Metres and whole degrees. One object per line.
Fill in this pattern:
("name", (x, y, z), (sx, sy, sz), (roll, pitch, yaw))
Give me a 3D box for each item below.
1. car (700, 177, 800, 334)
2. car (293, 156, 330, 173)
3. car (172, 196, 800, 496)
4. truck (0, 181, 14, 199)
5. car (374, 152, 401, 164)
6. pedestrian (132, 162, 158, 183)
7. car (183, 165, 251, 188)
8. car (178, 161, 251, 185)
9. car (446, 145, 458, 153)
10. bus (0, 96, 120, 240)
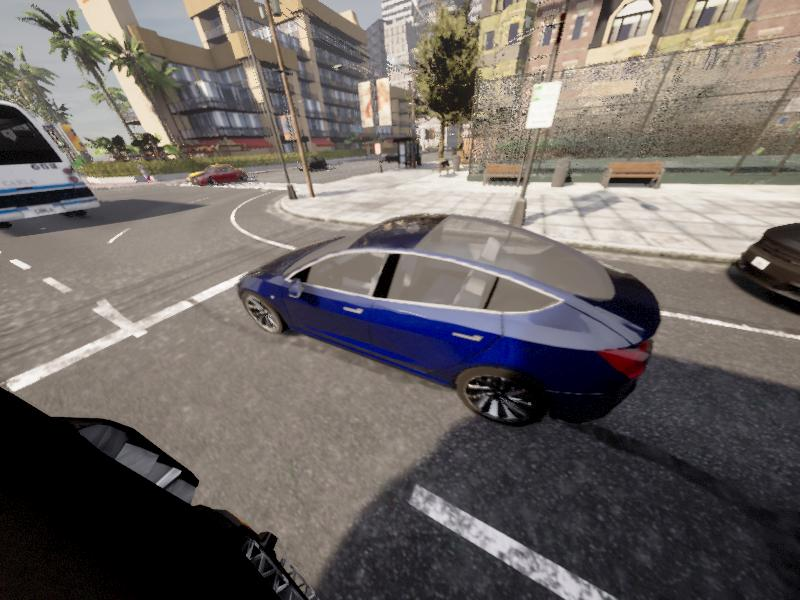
("car", (7.619, -0.254, 2.341), (5.008, 1.535, 2.097), (13, 37, 23))
("car", (-10.987, -17.034, 28.970), (1.851, 1.617, 3.988), (13, 37, 23))
("car", (-0.037, -0.255, 3.003), (4.792, 1.488, 2.163), (13, 37, 23))
("truck", (-37.933, -10.545, 19.362), (8.468, 3.827, 2.891), (12, 37, 21))
("car", (-1.872, -23.274, 37.814), (2.033, 1.411, 5.357), (13, 37, 23))
("pedestrian", (-26.243, -13.149, 23.801), (0.751, 1.860, 0.751), (2, 34, 8))
("car", (-16.207, -11.132, 20.735), (1.994, 1.385, 4.181), (17, 38, 27))
("car", (-18.414, -12.876, 23.339), (1.801, 1.575, 5.366), (15, 37, 25))
("car", (14.918, -43.281, 66.327), (2.033, 1.649, 4.856), (13, 37, 23))
("bus", (-18.759, -5.762, 10.267), (10.273, 4.253, 3.944), (14, 37, 23))
